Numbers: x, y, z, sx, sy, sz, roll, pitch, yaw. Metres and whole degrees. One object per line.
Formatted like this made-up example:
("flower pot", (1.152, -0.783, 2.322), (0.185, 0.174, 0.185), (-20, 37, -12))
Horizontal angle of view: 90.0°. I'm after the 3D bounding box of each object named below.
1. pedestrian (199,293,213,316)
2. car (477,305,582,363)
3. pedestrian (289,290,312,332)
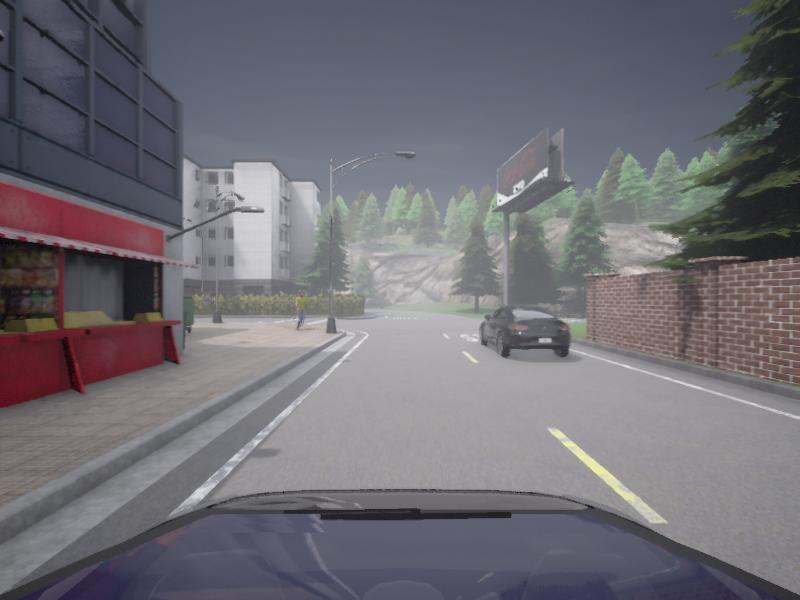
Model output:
("pedestrian", (-15.805, 0.328, 32.669), (0.751, 1.860, 0.751), (0, 0, 7))
("car", (3.722, 0.876, 12.454), (1.812, 1.442, 4.674), (0, 0, 1))
("pedestrian", (-4.587, 0.495, 18.496), (0.751, 1.860, 0.751), (0, 0, 39))
